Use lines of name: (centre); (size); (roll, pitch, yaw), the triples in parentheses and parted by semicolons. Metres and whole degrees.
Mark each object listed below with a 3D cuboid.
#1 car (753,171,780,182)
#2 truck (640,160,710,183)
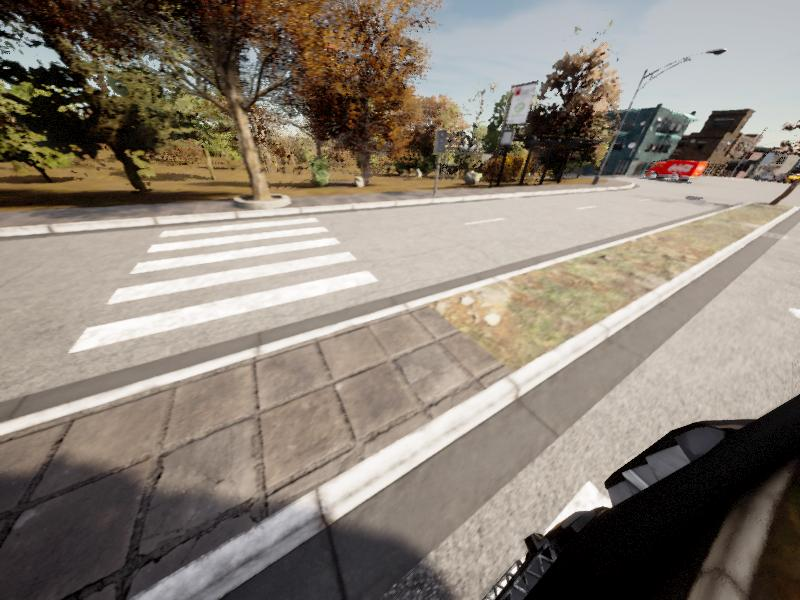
car: (65.827, -22.128, 41.455); (3.633, 1.501, 1.845); (-14, 37, -27)
truck: (38.490, -18.215, 32.577); (2.627, 2.467, 5.204); (-10, 35, -19)
